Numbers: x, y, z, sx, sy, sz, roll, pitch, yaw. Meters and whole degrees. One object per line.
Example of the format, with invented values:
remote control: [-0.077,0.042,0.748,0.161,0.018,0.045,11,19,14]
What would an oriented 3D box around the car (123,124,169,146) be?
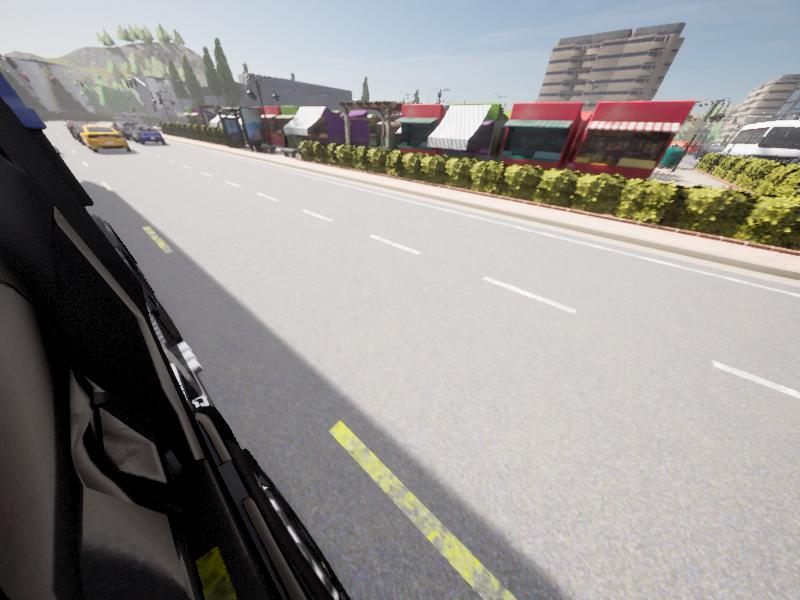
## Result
car: [-24.140,-15.729,21.961,4.193,1.474,1.816,27,43,29]

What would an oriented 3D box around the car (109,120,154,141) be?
car: [-29.197,-18.418,25.106,4.856,1.649,2.033,28,43,29]

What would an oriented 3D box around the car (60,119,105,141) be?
car: [-32.023,-17.156,23.288,5.008,1.535,1.882,27,43,29]

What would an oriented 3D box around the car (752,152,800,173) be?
car: [44.762,-16.298,27.237,2.152,1.651,5.027,27,43,29]

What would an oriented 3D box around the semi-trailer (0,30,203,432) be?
semi-trailer: [-8.798,-3.535,4.128,14.254,4.402,2.717,27,43,29]

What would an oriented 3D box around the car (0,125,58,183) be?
car: [-16.586,-6.123,9.468,1.801,1.575,5.366,-27,46,-35]

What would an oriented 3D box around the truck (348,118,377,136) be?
truck: [-10.681,-50.018,67.072,2.891,3.827,8.468,28,43,30]

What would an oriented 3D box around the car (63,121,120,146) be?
car: [-26.722,-14.388,19.974,4.792,1.488,2.163,27,43,29]

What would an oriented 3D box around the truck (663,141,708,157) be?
truck: [59.976,-31.998,48.717,2.627,2.467,5.204,2,36,-1]

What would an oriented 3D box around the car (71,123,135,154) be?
car: [-21.497,-11.722,16.695,5.008,1.535,1.882,27,43,29]

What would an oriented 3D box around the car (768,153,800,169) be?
car: [52.986,-18.772,31.214,2.007,1.525,4.514,27,43,29]

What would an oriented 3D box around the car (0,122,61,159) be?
car: [-22.704,-9.600,13.804,4.792,1.488,2.163,27,43,29]

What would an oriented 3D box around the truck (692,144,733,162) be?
truck: [50.670,-24.018,37.630,2.390,2.098,6.274,27,43,29]

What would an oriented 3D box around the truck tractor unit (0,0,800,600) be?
truck tractor unit: [-2.645,-0.295,0.351,6.516,4.208,3.053,28,44,30]

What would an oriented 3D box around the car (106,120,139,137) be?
car: [-33.799,-20.845,28.139,3.633,1.501,1.845,30,44,31]

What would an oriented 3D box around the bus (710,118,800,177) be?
bus: [38.734,-16.250,24.558,3.944,4.253,10.273,27,43,29]

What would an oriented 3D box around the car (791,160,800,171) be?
car: [48.163,-15.383,26.241,2.152,1.651,5.027,27,43,29]
